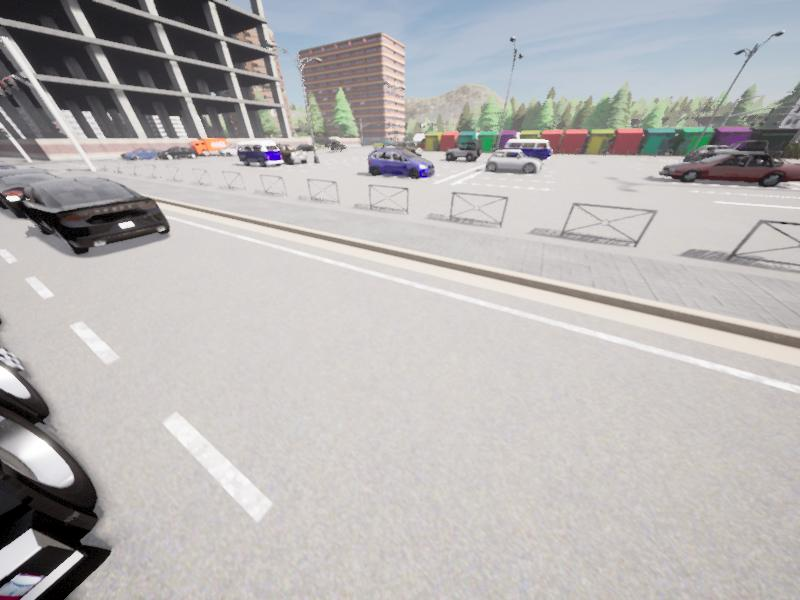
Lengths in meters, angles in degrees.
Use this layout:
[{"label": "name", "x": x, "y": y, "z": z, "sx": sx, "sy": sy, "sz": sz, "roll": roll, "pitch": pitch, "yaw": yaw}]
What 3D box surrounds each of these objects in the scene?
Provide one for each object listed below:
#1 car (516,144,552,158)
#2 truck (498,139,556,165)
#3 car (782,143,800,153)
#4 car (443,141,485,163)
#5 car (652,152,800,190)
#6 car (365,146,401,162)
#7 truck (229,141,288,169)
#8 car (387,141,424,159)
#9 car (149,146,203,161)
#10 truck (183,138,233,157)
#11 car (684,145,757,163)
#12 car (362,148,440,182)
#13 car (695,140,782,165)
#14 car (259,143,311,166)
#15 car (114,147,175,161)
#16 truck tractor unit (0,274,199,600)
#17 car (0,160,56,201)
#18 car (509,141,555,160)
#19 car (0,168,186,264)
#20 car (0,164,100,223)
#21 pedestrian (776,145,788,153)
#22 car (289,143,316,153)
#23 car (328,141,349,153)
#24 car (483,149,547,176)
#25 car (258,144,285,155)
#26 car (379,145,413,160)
[{"label": "car", "x": 18.029, "y": -20.143, "z": 31.207, "sx": 3.905, "sy": 1.438, "sz": 1.784, "roll": 17, "pitch": 39, "yaw": 24}, {"label": "truck", "x": 12.611, "y": -14.823, "z": 23.086, "sx": 4.478, "sy": 2.038, "sz": 2.069, "roll": 17, "pitch": 39, "yaw": 24}, {"label": "car", "x": 70.355, "y": -26.539, "z": 40.366, "sx": 1.895, "sy": 1.301, "sz": 4.718, "roll": 18, "pitch": 39, "yaw": 25}, {"label": "car", "x": 7.035, "y": -16.494, "z": 25.698, "sx": 3.866, "sy": 1.878, "sz": 1.905, "roll": 17, "pitch": 39, "yaw": 24}, {"label": "car", "x": 18.052, "y": -7.164, "z": 12.631, "sx": 5.357, "sy": 1.415, "sz": 2.033, "roll": 17, "pitch": 39, "yaw": 24}, {"label": "car", "x": -1.968, "y": -17.232, "z": 27.248, "sx": 3.806, "sy": 1.475, "sz": 1.970, "roll": 17, "pitch": 39, "yaw": 24}, {"label": "truck", "x": -13.097, "y": -13.543, "z": 21.455, "sx": 4.478, "sy": 2.038, "sz": 2.069, "roll": 17, "pitch": 39, "yaw": 24}, {"label": "car", "x": 0.703, "y": -20.241, "z": 31.120, "sx": 4.605, "sy": 1.855, "sz": 1.932, "roll": 17, "pitch": 39, "yaw": 24}, {"label": "car", "x": -31.344, "y": -20.689, "z": 32.530, "sx": 1.837, "sy": 1.490, "sz": 4.892, "roll": 17, "pitch": 39, "yaw": 23}, {"label": "truck", "x": -31.436, "y": -25.158, "z": 38.090, "sx": 2.627, "sy": 2.467, "sz": 5.204, "roll": 17, "pitch": 39, "yaw": 23}, {"label": "car", "x": 33.296, "y": -15.322, "z": 24.223, "sx": 3.806, "sy": 1.475, "sz": 1.970, "roll": 17, "pitch": 39, "yaw": 24}, {"label": "car", "x": 0.055, "y": -9.196, "z": 15.575, "sx": 4.611, "sy": 1.667, "sz": 2.242, "roll": 17, "pitch": 39, "yaw": 24}, {"label": "car", "x": 31.876, "y": -14.070, "z": 22.020, "sx": 3.866, "sy": 1.878, "sz": 1.905, "roll": 17, "pitch": 39, "yaw": 24}, {"label": "car", "x": -11.748, "y": -14.936, "z": 23.609, "sx": 4.605, "sy": 1.855, "sz": 1.932, "roll": 17, "pitch": 39, "yaw": 24}, {"label": "car", "x": -35.494, "y": -20.467, "z": 32.335, "sx": 2.033, "sy": 1.411, "sz": 5.357, "roll": 17, "pitch": 39, "yaw": 23}, {"label": "truck tractor unit", "x": -5.138, "y": -0.269, "z": 0.769, "sx": 6.516, "sy": 4.208, "sz": 3.053, "roll": 17, "pitch": 38, "yaw": 24}, {"label": "car", "x": -20.761, "y": -6.293, "z": 11.978, "sx": 5.357, "sy": 1.411, "sz": 2.033, "roll": 17, "pitch": 39, "yaw": 24}, {"label": "car", "x": 16.562, "y": -18.881, "z": 29.041, "sx": 4.605, "sy": 1.855, "sz": 1.932, "roll": 17, "pitch": 39, "yaw": 24}, {"label": "car", "x": -8.738, "y": -2.597, "z": 6.453, "sx": 5.008, "sy": 1.535, "sz": 1.882, "roll": 17, "pitch": 39, "yaw": 23}, {"label": "car", "x": -14.408, "y": -4.326, "z": 9.061, "sx": 4.674, "sy": 1.442, "sz": 1.812, "roll": 17, "pitch": 39, "yaw": 23}, {"label": "pedestrian", "x": 67.154, "y": -26.609, "z": 40.628, "sx": 0.500, "sy": 1.100, "sz": 0.500, "roll": 12, "pitch": 37, "yaw": 17}, {"label": "car", "x": -20.434, "y": -32.127, "z": 48.816, "sx": 1.882, "sy": 1.535, "sz": 5.008, "roll": 17, "pitch": 39, "yaw": 23}, {"label": "car", "x": -12.725, "y": -32.017, "z": 48.286, "sx": 1.905, "sy": 1.878, "sz": 3.866, "roll": 17, "pitch": 39, "yaw": 23}, {"label": "car", "x": 8.416, "y": -10.187, "z": 17.056, "sx": 3.806, "sy": 1.475, "sz": 1.970, "roll": 17, "pitch": 39, "yaw": 24}, {"label": "car", "x": -24.076, "y": -28.290, "z": 43.392, "sx": 1.970, "sy": 1.475, "sz": 3.806, "roll": 17, "pitch": 39, "yaw": 23}, {"label": "car", "x": -0.558, "y": -18.710, "z": 29.301, "sx": 3.905, "sy": 1.438, "sz": 1.784, "roll": 17, "pitch": 39, "yaw": 24}]
